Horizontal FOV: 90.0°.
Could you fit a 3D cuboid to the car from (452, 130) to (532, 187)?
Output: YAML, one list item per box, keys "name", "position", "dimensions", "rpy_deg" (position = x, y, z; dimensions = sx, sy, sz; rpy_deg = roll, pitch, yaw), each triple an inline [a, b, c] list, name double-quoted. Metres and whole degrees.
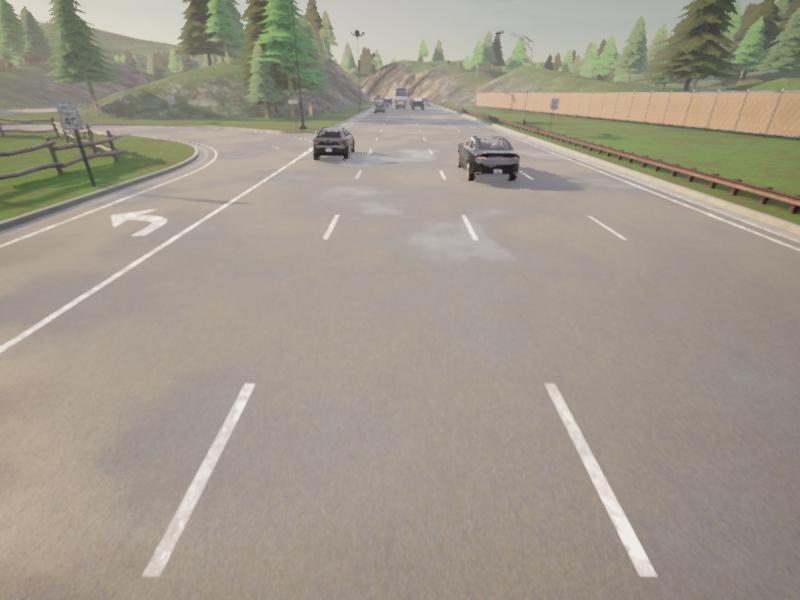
- name: "car"
  position: [3.527, -5.949, 16.461]
  dimensions: [2.128, 1.511, 4.902]
  rpy_deg: [0, 27, 0]

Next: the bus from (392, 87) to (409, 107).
- name: "bus"
  position: [0.095, -51.846, 102.128]
  dimensions: [3.944, 4.253, 10.273]
  rpy_deg: [0, 27, 0]

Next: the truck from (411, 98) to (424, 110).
- name: "truck"
  position: [3.636, -40.425, 82.440]
  dimensions: [2.390, 2.098, 6.274]
  rpy_deg: [0, 27, 0]

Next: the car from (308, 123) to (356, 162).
- name: "car"
  position: [-3.465, -8.444, 21.252]
  dimensions: [1.816, 1.474, 4.193]
  rpy_deg: [0, 27, 0]

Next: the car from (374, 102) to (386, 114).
- name: "car"
  position: [-3.395, -32.702, 68.070]
  dimensions: [1.851, 1.617, 3.988]
  rpy_deg: [0, 27, 0]
